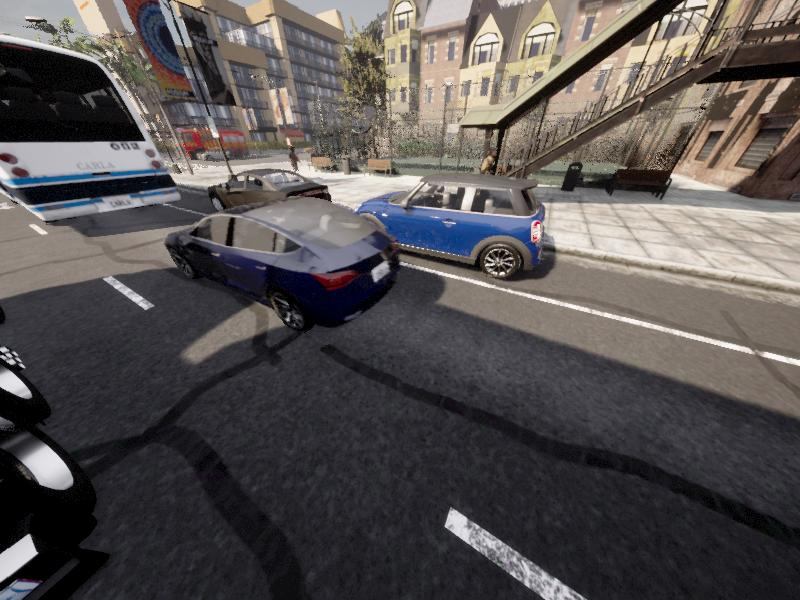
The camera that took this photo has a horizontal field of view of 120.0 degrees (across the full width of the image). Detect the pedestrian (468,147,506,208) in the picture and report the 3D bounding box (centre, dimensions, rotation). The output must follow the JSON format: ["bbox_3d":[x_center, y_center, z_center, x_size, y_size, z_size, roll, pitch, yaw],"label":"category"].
[{"bbox_3d":[3.148,-4.456,8.454,0.751,1.860,0.751,23,41,29],"label":"pedestrian"}]

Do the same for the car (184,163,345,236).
[{"bbox_3d":[-4.669,-3.727,8.051,5.008,1.535,2.097,18,39,24],"label":"car"}]

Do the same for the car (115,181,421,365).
[{"bbox_3d":[-2.287,-1.019,4.191,4.792,1.488,2.163,18,39,24],"label":"car"}]

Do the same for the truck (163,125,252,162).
[{"bbox_3d":[-26.454,-22.048,32.537,2.891,3.827,8.468,18,39,24],"label":"truck"}]

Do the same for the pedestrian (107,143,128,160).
[{"bbox_3d":[-36.910,-19.372,30.171,0.751,1.860,0.751,6,35,9],"label":"pedestrian"}]

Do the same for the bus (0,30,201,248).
[{"bbox_3d":[-13.009,-5.541,8.338,10.273,4.253,3.944,18,39,25],"label":"bus"}]

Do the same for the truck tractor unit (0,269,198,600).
[{"bbox_3d":[-5.118,-0.293,0.772,6.516,4.208,3.053,18,39,24],"label":"truck tractor unit"}]

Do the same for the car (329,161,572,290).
[{"bbox_3d":[0.969,-2.088,5.437,4.553,1.767,2.185,18,39,24],"label":"car"}]

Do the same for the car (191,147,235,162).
[{"bbox_3d":[-24.397,-19.102,30.343,1.970,1.475,3.806,18,39,24],"label":"car"}]

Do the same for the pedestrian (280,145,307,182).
[{"bbox_3d":[-6.329,-8.173,13.862,0.751,1.860,0.751,10,36,14],"label":"pedestrian"}]
